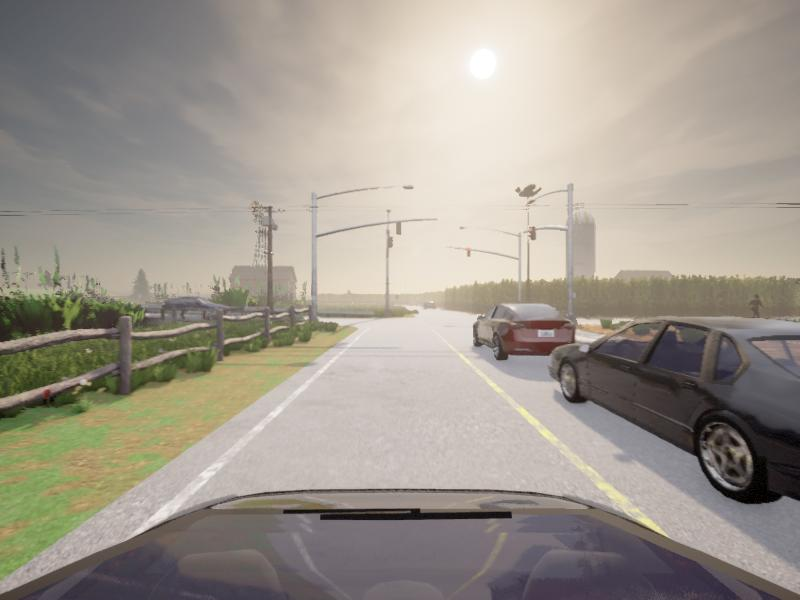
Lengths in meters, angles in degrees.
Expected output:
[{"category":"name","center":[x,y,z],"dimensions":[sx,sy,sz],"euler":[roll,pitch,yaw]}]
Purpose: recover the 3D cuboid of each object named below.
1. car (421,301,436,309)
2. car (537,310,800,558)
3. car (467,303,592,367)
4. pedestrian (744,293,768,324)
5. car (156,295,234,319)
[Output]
[{"category":"car","center":[5.162,0.872,72.429],"dimensions":[2.163,1.488,4.792],"euler":[0,0,-3]},{"category":"car","center":[3.495,0.894,4.540],"dimensions":[2.033,1.411,5.357],"euler":[0,0,0]},{"category":"car","center":[3.489,0.848,11.912],"dimensions":[2.163,1.488,4.792],"euler":[0,0,0]},{"category":"pedestrian","center":[21.668,0.515,24.357],"dimensions":[0.751,1.860,0.751],"euler":[0,0,-4]},{"category":"car","center":[-14.821,0.506,29.087],"dimensions":[4.674,1.442,1.812],"euler":[3,0,3]}]
